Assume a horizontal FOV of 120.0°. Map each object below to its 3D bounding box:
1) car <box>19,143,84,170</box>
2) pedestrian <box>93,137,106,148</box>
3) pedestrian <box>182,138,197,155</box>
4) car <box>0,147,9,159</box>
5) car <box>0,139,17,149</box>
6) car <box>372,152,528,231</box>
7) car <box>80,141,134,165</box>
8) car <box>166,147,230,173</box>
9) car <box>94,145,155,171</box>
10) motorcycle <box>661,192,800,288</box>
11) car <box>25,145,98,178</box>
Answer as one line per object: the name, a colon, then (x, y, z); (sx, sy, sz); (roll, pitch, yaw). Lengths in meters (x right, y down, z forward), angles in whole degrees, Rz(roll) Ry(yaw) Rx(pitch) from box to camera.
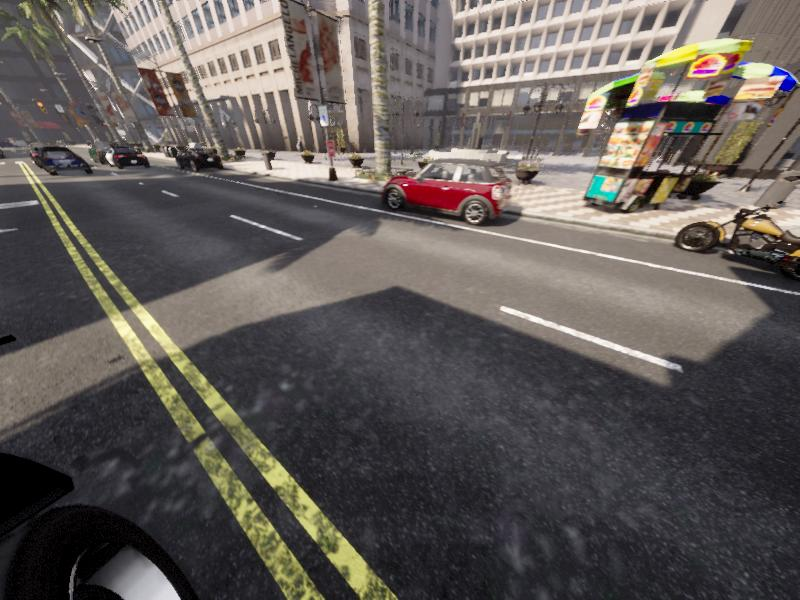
car: (-29.321, -12.142, 19.430); (4.611, 1.667, 2.242); (22, 41, 28)
pedestrian: (-58.558, -30.714, 45.053); (0.751, 1.860, 0.751); (-28, 44, -34)
pedestrian: (-28.393, -20.753, 31.185); (0.751, 1.860, 0.751); (23, 41, 29)
car: (-46.847, -16.868, 26.146); (4.792, 1.488, 2.163); (23, 41, 28)
car: (-80.033, -31.360, 46.373); (3.633, 1.501, 1.845); (10, 36, 14)
car: (1.535, -4.052, 8.122); (4.553, 1.767, 2.185); (22, 41, 28)
car: (-28.248, -14.224, 22.286); (4.553, 1.767, 2.097); (23, 41, 28)
car: (-16.297, -11.385, 18.639); (4.792, 1.488, 2.163); (22, 41, 28)
car: (-23.146, -11.996, 19.399); (4.974, 1.542, 2.038); (22, 41, 28)
motorcycle: (7.479, -1.298, 4.760); (0.764, 1.277, 2.356); (-15, 38, -20)
car: (-23.759, -9.813, 16.211); (4.856, 1.649, 2.033); (23, 41, 28)
